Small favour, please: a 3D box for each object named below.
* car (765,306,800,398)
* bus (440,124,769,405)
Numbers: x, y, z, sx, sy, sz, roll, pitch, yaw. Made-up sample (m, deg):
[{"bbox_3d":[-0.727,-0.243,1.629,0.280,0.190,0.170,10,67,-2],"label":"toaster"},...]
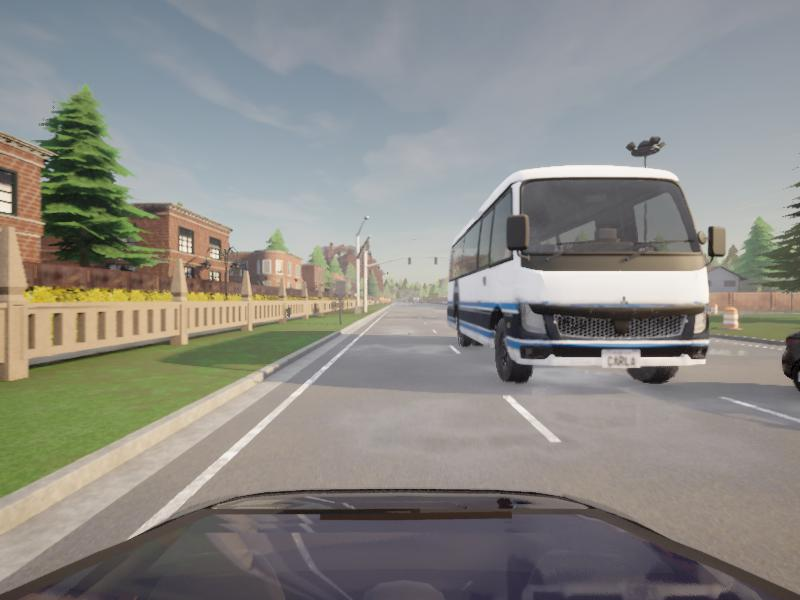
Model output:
[{"bbox_3d":[7.659,0.852,5.089,1.816,1.474,4.193,0,0,-11],"label":"car"},{"bbox_3d":[3.619,-0.539,11.194,3.944,4.253,10.273,0,0,0],"label":"bus"}]
